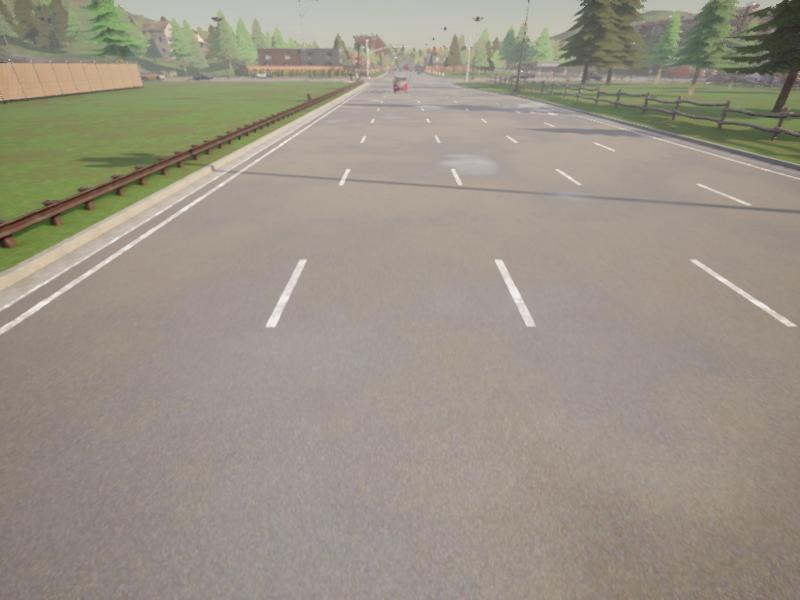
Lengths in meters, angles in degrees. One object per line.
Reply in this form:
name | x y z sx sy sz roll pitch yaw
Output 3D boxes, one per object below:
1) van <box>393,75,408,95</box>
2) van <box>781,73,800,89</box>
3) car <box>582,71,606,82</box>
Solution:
van | 0.052 -26.259 48.739 1.775 1.987 4.442 0 30 0
van | 61.277 -33.435 61.001 1.775 1.987 4.442 0 30 0
car | 41.389 -47.738 85.470 3.866 1.878 1.905 0 30 1
